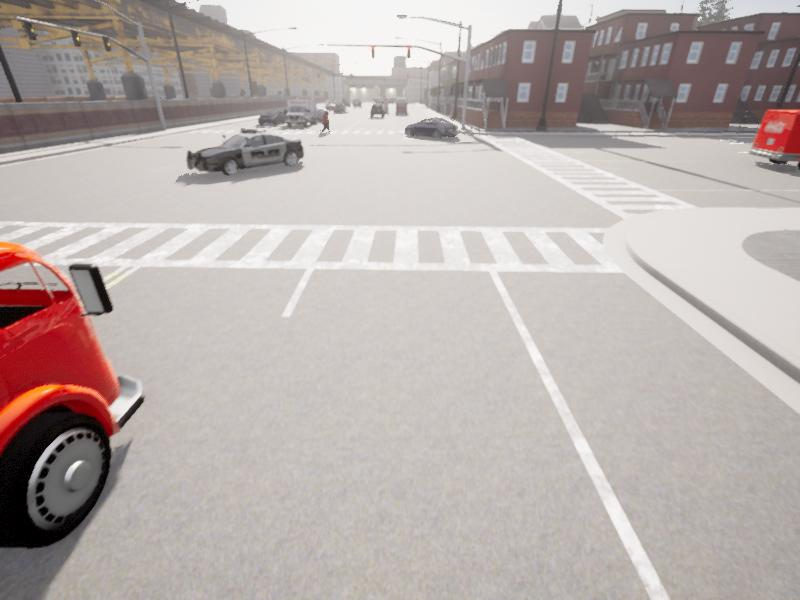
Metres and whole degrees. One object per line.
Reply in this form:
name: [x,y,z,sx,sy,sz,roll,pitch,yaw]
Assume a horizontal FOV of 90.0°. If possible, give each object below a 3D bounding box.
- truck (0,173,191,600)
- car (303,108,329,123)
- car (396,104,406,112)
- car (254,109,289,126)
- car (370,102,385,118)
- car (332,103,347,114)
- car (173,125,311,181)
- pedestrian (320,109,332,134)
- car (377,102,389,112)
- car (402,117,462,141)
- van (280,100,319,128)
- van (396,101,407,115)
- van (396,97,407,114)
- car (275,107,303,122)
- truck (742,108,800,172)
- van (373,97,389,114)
truck: [-3.549,1.294,1.369,2.627,2.467,5.204,0,27,1]
car: [-10.299,-22.771,49.198,2.033,1.411,5.357,0,27,0]
car: [0.222,-37.396,77.745,1.895,1.301,4.718,1,27,1]
car: [-13.824,-19.833,43.476,2.033,1.411,5.357,0,27,0]
car: [-3.258,-27.592,58.066,1.932,1.855,4.605,0,27,0]
car: [-10.215,-32.631,68.221,1.837,1.490,4.892,0,27,0]
car: [-6.665,-6.613,17.598,1.930,1.638,5.238,20,34,34]
pedestrian: [-6.163,-14.800,33.194,0.751,1.860,0.751,-1,27,-3]
car: [-3.179,-36.971,76.539,2.033,1.649,4.856,0,27,0]
car: [2.393,-13.251,30.830,4.181,1.385,1.994,24,36,38]
van: [-10.329,-19.590,41.898,2.351,2.431,6.366,0,27,0]
van: [0.263,-31.086,64.740,1.775,1.987,4.442,0,27,0]
van: [0.287,-34.461,70.694,1.988,2.561,5.915,0,27,0]
car: [-13.796,-23.293,50.189,2.033,1.411,5.357,0,27,0]
truck: [19.483,-7.174,17.936,5.204,2.467,2.627,5,27,9]
van: [-3.205,-33.862,69.633,2.351,2.431,6.366,0,27,0]
